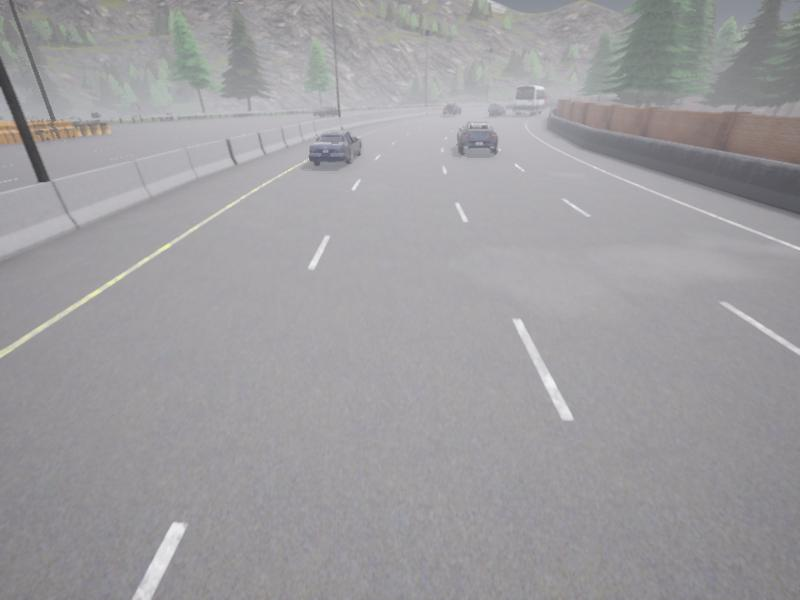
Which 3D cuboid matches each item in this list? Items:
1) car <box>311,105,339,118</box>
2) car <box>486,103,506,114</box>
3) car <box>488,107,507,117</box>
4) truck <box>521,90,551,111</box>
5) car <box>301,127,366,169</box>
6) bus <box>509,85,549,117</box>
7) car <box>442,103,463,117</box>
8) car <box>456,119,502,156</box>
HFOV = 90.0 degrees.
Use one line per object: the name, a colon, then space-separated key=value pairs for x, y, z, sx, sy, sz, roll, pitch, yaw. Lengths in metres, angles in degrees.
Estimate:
car: x=-11.363 y=-28.615 z=60.716 sx=1.882 sy=1.535 sz=5.008 roll=9 pitch=29 yaw=17
car: x=17.444 y=-34.997 z=72.900 sx=2.033 sy=1.649 sz=4.856 roll=14 pitch=30 yaw=26
car: x=14.986 y=-28.738 z=61.095 sx=1.895 sy=1.301 sz=4.718 roll=11 pitch=29 yaw=20
truck: x=28.100 y=-41.066 z=82.280 sx=2.891 sy=3.827 sz=8.468 roll=17 pitch=32 yaw=30
car: x=-3.178 y=-7.871 z=20.442 sx=2.033 sy=1.411 sz=5.357 roll=2 pitch=27 yaw=4
bus: x=21.038 y=-32.433 z=65.031 sx=3.944 sy=4.253 sz=10.273 roll=13 pitch=30 yaw=23
car: x=8.243 y=-29.879 z=62.721 sx=1.932 sy=1.855 sz=4.605 roll=11 pitch=29 yaw=20
car: x=4.586 y=-9.821 z=23.957 sx=2.152 sy=1.651 sz=5.027 roll=2 pitch=27 yaw=5
